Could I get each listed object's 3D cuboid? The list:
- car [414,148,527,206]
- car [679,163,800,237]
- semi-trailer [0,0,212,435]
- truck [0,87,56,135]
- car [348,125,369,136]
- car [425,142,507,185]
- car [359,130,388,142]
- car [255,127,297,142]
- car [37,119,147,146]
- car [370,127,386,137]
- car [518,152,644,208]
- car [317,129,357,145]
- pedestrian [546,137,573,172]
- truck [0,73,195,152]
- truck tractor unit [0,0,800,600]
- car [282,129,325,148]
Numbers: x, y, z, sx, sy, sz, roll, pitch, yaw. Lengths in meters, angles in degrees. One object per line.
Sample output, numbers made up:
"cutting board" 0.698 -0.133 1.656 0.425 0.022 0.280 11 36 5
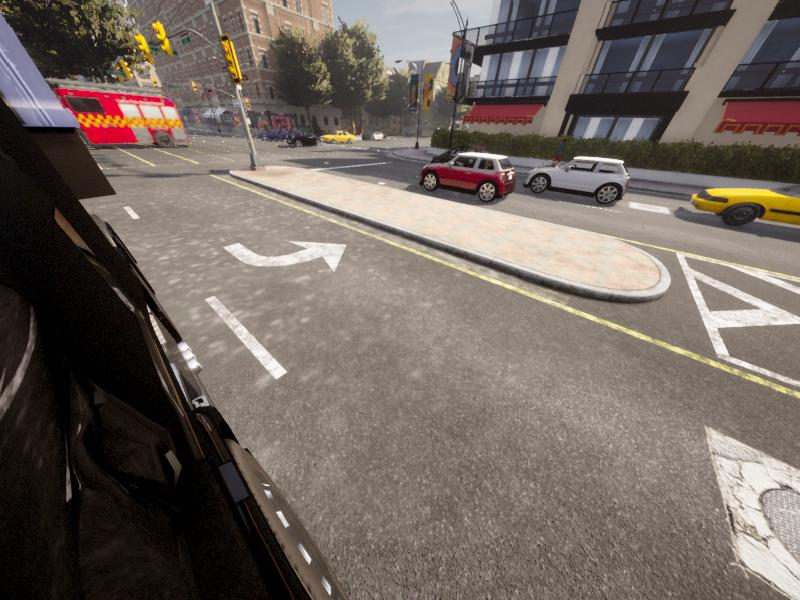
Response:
"car" 2.759 -5.249 9.597 3.806 1.475 1.970 28 43 29
"car" 12.687 -2.809 6.878 5.366 1.575 1.801 28 43 29
"semi-trailer" -9.457 -2.940 3.286 14.254 4.402 2.717 19 40 20
"truck" -42.460 -20.964 25.776 8.468 3.827 2.891 28 43 29
"car" -11.114 -45.023 61.383 5.566 2.045 2.150 28 43 29
"car" 3.489 -7.613 12.737 3.705 1.549 1.789 28 43 29
"car" -4.570 -28.630 40.325 2.038 1.542 4.974 26 43 28
"car" -16.597 -22.276 31.150 4.674 1.442 1.812 -12 40 -19
"car" -25.324 -13.948 19.308 1.930 1.638 5.238 27 43 29
"car" -5.425 -41.909 57.711 3.866 1.878 1.905 30 44 31
"car" 7.679 -5.387 10.092 3.806 1.475 1.970 28 44 30
"car" -8.490 -22.399 31.711 1.801 1.575 5.366 26 43 28
"pedestrian" 10.654 -9.744 15.485 0.751 1.860 0.751 28 43 29
"truck" -22.034 -13.800 17.495 2.891 3.827 8.468 27 43 29
"truck tractor unit" -2.645 -0.295 0.351 6.516 4.208 3.053 28 44 30
"car" -10.505 -17.732 25.391 1.845 1.501 3.633 27 43 29
